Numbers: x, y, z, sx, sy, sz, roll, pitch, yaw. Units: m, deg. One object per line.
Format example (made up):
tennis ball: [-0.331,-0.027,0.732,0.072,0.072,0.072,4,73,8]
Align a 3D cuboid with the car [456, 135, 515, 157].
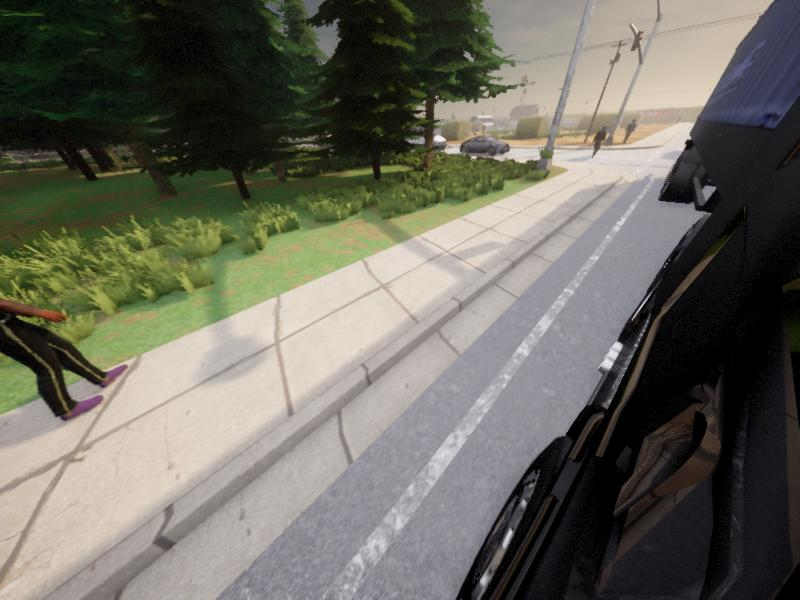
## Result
car: [7.241,-13.299,19.879,1.994,1.385,4.181,-31,45,-32]

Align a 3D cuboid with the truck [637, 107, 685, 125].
truck: [78.893,-55.814,70.062,2.891,3.827,8.468,-31,45,-32]

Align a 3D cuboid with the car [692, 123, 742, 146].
car: [26.928,-14.172,19.731,4.181,1.385,1.994,-31,45,-33]

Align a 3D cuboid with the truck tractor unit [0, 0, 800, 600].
truck tractor unit: [2.645,-0.295,0.351,6.516,4.208,3.053,-28,44,-30]

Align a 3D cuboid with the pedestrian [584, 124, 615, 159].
pedestrian: [13.100,-10.431,15.216,0.751,1.860,0.751,-30,45,-32]

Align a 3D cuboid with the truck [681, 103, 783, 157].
truck: [21.329,-11.177,15.176,5.204,2.467,2.627,-32,45,-33]

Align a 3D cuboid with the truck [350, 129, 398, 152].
truck: [-3.286,-19.971,28.870,2.390,2.098,6.274,-31,45,-32]

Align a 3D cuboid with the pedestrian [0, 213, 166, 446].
pedestrian: [-3.016,0.201,1.735,0.751,1.860,0.751,8,38,14]

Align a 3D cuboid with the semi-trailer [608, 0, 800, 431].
semi-trailer: [8.220,-3.897,4.642,2.717,4.402,14.254,28,47,35]

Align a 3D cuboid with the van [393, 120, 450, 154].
van: [2.089,-16.870,24.010,1.988,2.561,5.915,-31,45,-32]

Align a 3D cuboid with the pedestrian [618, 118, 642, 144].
pedestrian: [20.457,-15.044,20.615,0.751,1.860,0.751,15,40,22]

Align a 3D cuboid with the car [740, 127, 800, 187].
car: [16.101,-5.628,8.931,4.902,1.511,2.128,-21,45,-23]

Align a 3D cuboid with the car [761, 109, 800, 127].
car: [57.158,-26.737,33.885,1.905,1.878,3.866,-4,35,7]
